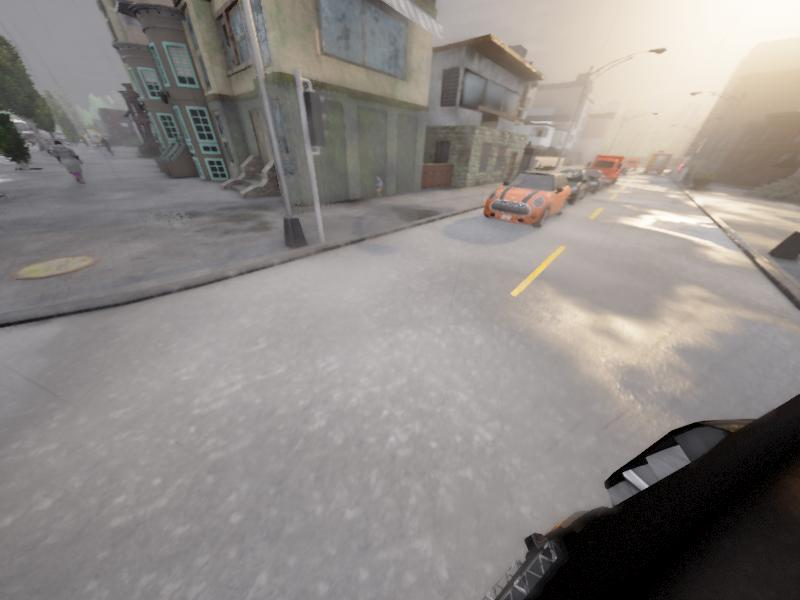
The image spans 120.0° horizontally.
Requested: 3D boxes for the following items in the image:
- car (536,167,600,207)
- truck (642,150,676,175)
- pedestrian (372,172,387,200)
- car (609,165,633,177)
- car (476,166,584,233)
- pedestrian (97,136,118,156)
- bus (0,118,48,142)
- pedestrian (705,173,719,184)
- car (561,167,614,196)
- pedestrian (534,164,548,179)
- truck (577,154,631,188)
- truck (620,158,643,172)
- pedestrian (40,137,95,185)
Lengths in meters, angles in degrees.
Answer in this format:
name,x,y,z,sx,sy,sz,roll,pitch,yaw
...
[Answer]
name,x,y,z,sx,sy,sz,roll,pitch,yaw
car,9.777,-6.656,13.403,1.851,1.617,3.988,29,41,34
truck,51.731,-27.571,46.296,2.891,3.827,8.468,29,41,34
pedestrian,-0.967,-5.428,10.980,0.500,1.100,0.500,29,41,34
car,35.503,-20.811,37.040,2.033,1.411,5.357,29,41,34
car,5.293,-4.246,9.234,2.097,1.767,4.553,29,41,34
pedestrian,-33.761,-17.731,26.680,0.751,1.860,0.751,26,40,31
bus,-92.541,-41.755,57.046,10.273,4.253,3.944,29,41,34
pedestrian,36.540,-14.205,27.080,0.500,1.100,0.500,27,40,32
car,14.382,-9.174,17.644,2.038,1.542,4.974,29,41,34
pedestrian,14.824,-13.573,24.357,0.751,1.300,0.751,8,34,8
truck,19.664,-12.481,22.207,2.627,2.467,5.204,29,41,34
truck,52.300,-30.549,52.117,2.627,2.467,5.204,29,41,34
pedestrian,-15.809,-6.628,11.063,0.751,1.860,0.751,27,41,33
